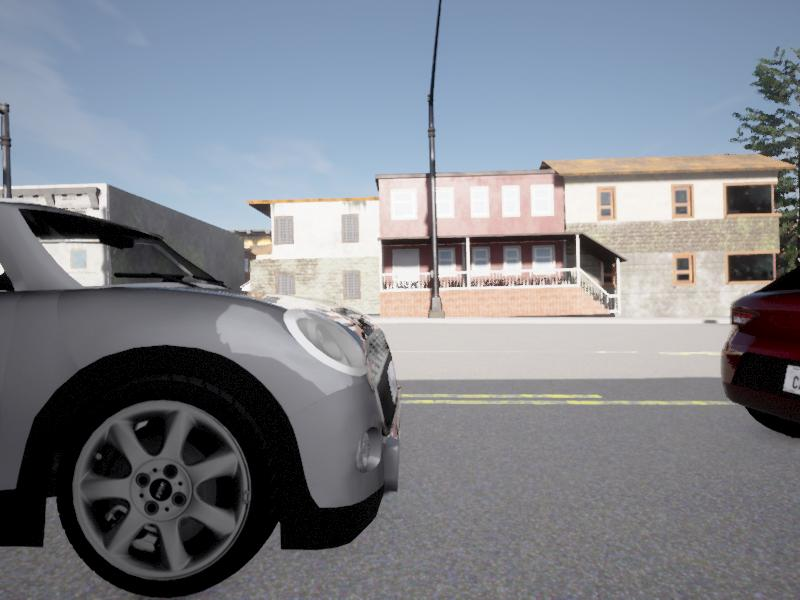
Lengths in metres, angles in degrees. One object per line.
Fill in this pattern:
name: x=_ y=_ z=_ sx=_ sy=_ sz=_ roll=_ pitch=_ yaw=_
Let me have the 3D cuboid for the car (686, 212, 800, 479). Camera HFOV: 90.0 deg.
car: x=4.307 y=0.260 z=2.168 sx=4.193 sy=1.474 sz=1.816 roll=0 pitch=0 yaw=1

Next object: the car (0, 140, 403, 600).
car: x=-1.900 y=0.259 z=2.237 sx=3.806 sy=1.475 sz=1.970 roll=0 pitch=0 yaw=1
